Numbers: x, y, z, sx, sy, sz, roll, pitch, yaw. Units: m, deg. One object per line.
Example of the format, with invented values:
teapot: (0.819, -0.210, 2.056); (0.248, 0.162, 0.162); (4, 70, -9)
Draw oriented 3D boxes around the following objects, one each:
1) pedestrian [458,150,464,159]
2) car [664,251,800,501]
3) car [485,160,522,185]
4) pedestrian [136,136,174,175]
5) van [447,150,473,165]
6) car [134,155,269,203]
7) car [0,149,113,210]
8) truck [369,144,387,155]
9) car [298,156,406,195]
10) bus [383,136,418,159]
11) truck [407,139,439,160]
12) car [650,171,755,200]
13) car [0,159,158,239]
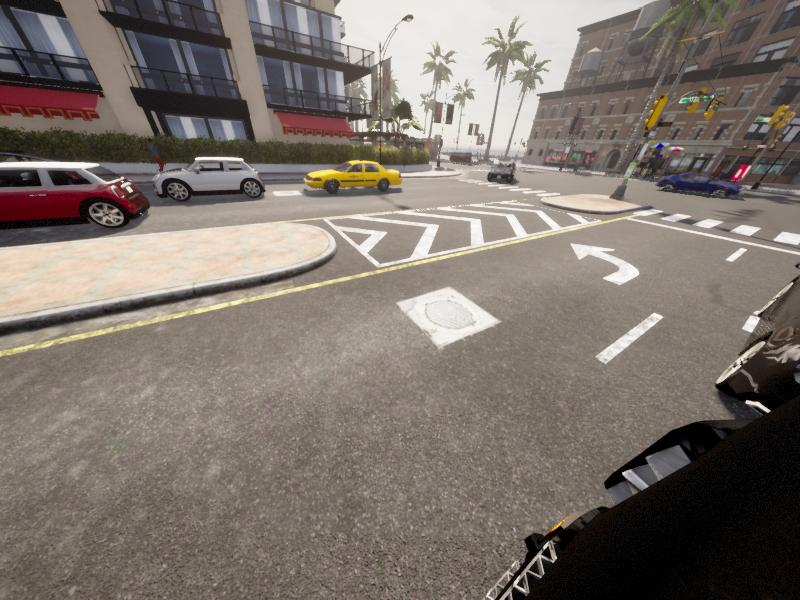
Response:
pedestrian: (15.196, -36.022, 57.368); (0.751, 1.860, 0.751); (-21, 40, -31)
car: (5.408, 0.458, 2.309); (4.902, 1.511, 2.128); (-16, 38, -26)
car: (9.150, -11.289, 20.274); (2.007, 1.525, 4.514); (19, 37, 23)
pedestrian: (-14.221, -8.387, 13.479); (0.751, 1.860, 0.751); (-17, 38, -27)
van: (10.791, -25.729, 41.736); (1.775, 1.987, 4.442); (-16, 38, -26)
car: (-8.045, -5.240, 9.882); (3.806, 1.475, 1.970); (-16, 38, -26)
car: (-12.715, -3.908, 7.446); (3.705, 1.549, 1.789); (-16, 38, -26)
truck: (-6.702, -45.686, 69.996); (2.627, 2.467, 5.204); (-25, 43, -35)
car: (-2.469, -6.913, 12.738); (5.366, 1.575, 1.801); (-16, 38, -26)
bus: (-0.208, -37.456, 56.493); (3.944, 4.253, 10.273); (-16, 38, -26)
truck: (5.187, -35.947, 55.016); (2.891, 3.827, 8.468); (-16, 38, -26)
car: (23.442, -9.123, 18.190); (1.812, 1.442, 4.674); (-16, 38, -26)
car: (-9.272, -2.632, 5.861); (3.806, 1.475, 1.970); (-16, 38, -26)
